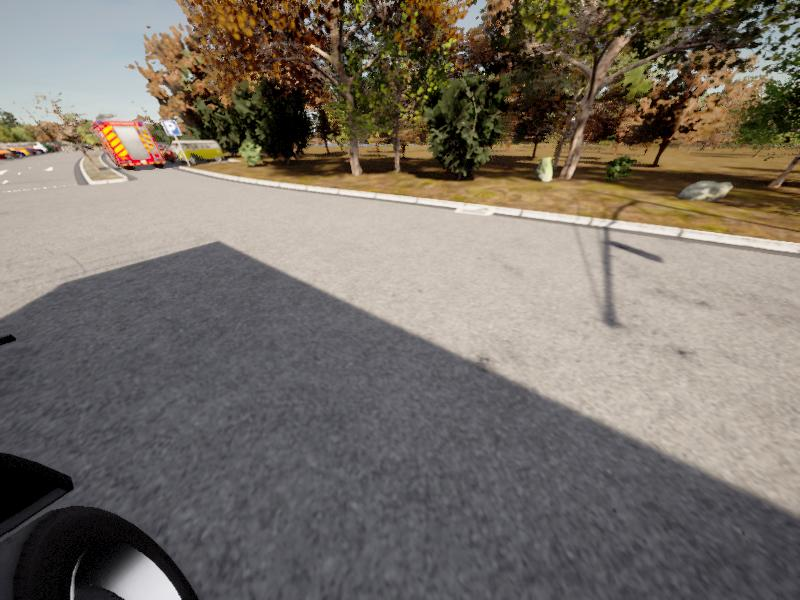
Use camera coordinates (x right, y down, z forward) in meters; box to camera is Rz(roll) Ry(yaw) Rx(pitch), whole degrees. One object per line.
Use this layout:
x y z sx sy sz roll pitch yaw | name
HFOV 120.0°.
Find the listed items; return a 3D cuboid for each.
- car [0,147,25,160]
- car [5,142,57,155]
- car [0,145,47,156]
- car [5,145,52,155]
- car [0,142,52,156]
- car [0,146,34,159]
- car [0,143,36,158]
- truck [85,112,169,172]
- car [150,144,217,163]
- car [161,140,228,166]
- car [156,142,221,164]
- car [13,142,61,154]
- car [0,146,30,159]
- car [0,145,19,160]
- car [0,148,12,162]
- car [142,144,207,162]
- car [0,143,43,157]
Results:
-62.641 -22.485 35.515 2.231 1.521 4.892 14 39 20 | car
-81.654 -33.668 51.222 2.435 2.045 5.566 15 40 21 | car
-75.344 -29.808 46.090 2.097 1.535 5.008 14 39 22 | car
-79.544 -32.257 49.624 2.097 1.535 5.008 14 39 22 | car
-77.456 -31.220 47.689 2.435 2.045 5.566 15 40 21 | car
-66.980 -24.812 38.884 1.946 1.575 5.366 15 39 21 | car
-68.981 -26.380 40.738 1.878 1.987 4.442 14 39 21 | car
-25.125 -14.425 21.209 8.468 3.827 2.891 26 44 32 | truck
-25.266 -17.397 27.326 1.946 1.575 5.366 12 37 18 | car
-20.877 -15.230 23.791 1.878 1.987 4.442 12 37 17 | car
-23.105 -16.282 25.495 2.185 1.767 4.553 12 37 17 | car
-85.840 -36.150 54.801 2.435 2.045 5.566 14 39 22 | car
-64.791 -23.691 37.257 2.097 1.535 5.008 14 39 21 | car
-60.490 -21.384 33.698 2.185 1.767 4.553 14 39 20 | car
-56.171 -18.875 30.288 2.097 1.535 5.008 14 39 20 | car
-27.626 -18.302 28.646 1.946 1.575 5.366 13 37 18 | car
-73.199 -28.830 44.275 1.878 1.987 4.442 14 39 21 | car
